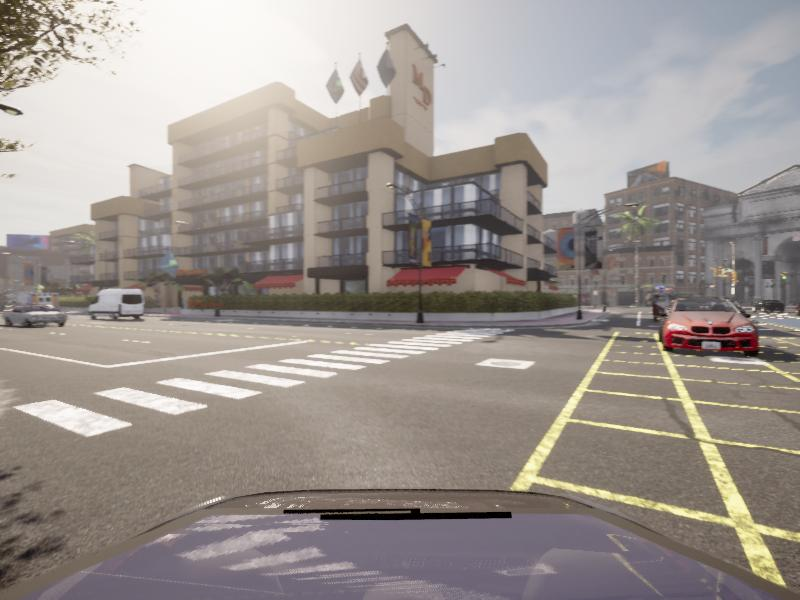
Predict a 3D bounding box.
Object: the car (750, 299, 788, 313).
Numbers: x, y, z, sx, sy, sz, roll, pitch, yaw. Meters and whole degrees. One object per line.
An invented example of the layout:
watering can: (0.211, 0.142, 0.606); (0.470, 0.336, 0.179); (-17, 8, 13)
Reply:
car: (43.243, 0.700, 47.005); (1.837, 1.490, 4.892); (0, 0, 26)

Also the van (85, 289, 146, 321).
van: (-24.278, 0.386, 34.098); (5.915, 2.561, 1.988); (0, 0, 31)

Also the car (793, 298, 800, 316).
car: (36.707, 0.668, 35.436); (1.851, 1.617, 3.988); (0, 0, 31)

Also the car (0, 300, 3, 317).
car: (-43.526, 0.875, 41.479); (4.611, 1.667, 2.242); (0, 0, 31)

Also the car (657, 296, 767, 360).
car: (9.645, 0.725, 12.823); (2.242, 1.667, 4.611); (0, 0, 31)

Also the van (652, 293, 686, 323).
van: (19.265, 0.530, 28.787); (1.775, 1.987, 4.442); (0, 0, 31)

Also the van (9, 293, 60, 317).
van: (-39.419, 0.484, 43.110); (6.366, 2.431, 2.351); (0, 0, 31)

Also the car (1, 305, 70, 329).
car: (-22.945, 1.005, 25.155); (4.718, 1.301, 1.895); (0, 0, 31)

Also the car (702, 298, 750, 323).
car: (23.493, 0.692, 29.019); (1.930, 1.638, 5.238); (0, 0, 31)
